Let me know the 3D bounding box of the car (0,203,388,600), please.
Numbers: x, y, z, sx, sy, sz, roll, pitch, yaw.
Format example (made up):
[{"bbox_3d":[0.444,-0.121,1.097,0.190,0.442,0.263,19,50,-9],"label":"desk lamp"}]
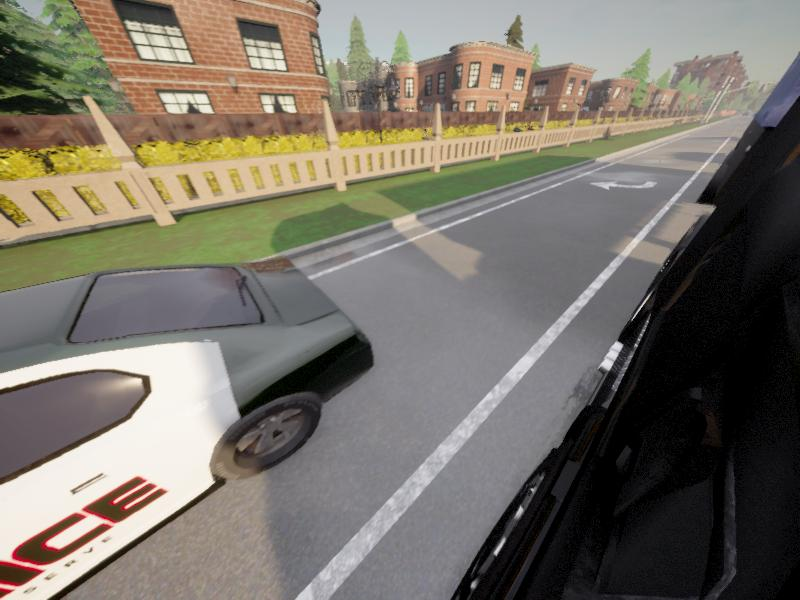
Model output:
[{"bbox_3d":[-2.703,0.915,1.305,4.974,1.542,2.038,-28,44,-30],"label":"car"}]

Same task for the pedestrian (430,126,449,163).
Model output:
[{"bbox_3d":[2.507,-10.019,14.908,0.751,1.860,0.751,-28,44,-30],"label":"pedestrian"}]

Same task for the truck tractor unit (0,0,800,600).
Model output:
[{"bbox_3d":[2.645,-0.295,0.351,6.516,4.208,3.053,-28,44,-30],"label":"truck tractor unit"}]

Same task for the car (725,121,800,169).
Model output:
[{"bbox_3d":[19.140,-8.056,11.845,5.027,1.651,2.152,-28,44,-30],"label":"car"}]

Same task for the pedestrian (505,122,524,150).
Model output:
[{"bbox_3d":[9.689,-13.825,19.536,0.751,1.860,0.751,-27,44,-29],"label":"pedestrian"}]

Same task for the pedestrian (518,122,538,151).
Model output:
[{"bbox_3d":[10.434,-13.336,18.845,0.751,1.860,0.751,-29,44,-30],"label":"pedestrian"}]

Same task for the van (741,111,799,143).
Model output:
[{"bbox_3d":[32.054,-15.084,20.108,4.442,1.987,1.775,-28,44,-30],"label":"van"}]

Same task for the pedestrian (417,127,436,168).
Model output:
[{"bbox_3d":[1.481,-8.692,13.209,0.751,1.860,0.751,28,46,34],"label":"pedestrian"}]

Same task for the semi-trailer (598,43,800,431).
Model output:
[{"bbox_3d":[8.695,-3.607,4.232,14.254,4.402,2.717,-28,44,-30],"label":"semi-trailer"}]

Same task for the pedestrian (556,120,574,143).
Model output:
[{"bbox_3d":[17.018,-17.391,23.837,0.751,1.860,0.751,-29,44,-30],"label":"pedestrian"}]
